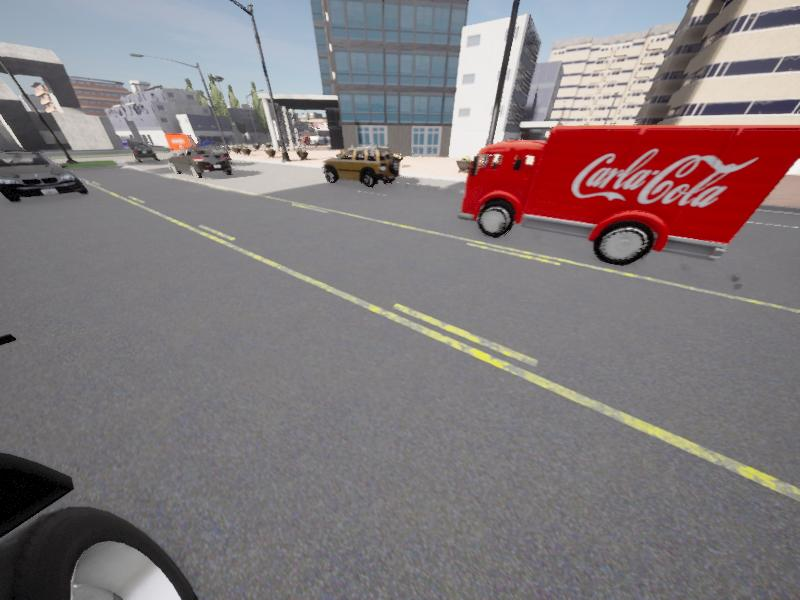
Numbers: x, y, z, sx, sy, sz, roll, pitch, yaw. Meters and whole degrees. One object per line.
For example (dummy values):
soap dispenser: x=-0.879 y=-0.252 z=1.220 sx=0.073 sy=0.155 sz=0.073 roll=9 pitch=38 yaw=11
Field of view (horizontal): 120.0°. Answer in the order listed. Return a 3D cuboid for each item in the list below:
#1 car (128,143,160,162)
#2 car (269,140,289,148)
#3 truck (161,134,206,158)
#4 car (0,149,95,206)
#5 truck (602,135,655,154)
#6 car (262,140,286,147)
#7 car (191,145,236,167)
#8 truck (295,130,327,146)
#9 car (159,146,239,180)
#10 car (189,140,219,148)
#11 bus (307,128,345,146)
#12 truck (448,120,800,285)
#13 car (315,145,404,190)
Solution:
car: x=-27.804 y=-16.042 z=25.075 sx=1.789 sy=1.549 sz=3.705 roll=-29 pitch=45 yaw=-35
car: x=-30.505 y=-39.471 z=58.280 sx=1.851 sy=1.617 sz=3.988 roll=17 pitch=39 yaw=22
truck: x=-28.654 y=-20.681 z=30.848 sx=2.627 sy=2.467 sz=5.204 roll=-16 pitch=38 yaw=-20
car: x=-16.441 y=-5.625 z=10.297 sx=4.611 sy=1.667 sz=2.242 roll=21 pitch=40 yaw=26
truck: x=57.329 y=-39.493 z=58.508 sx=8.468 sy=3.827 sz=2.891 roll=20 pitch=40 yaw=26
car: x=-33.047 y=-41.217 z=60.758 sx=1.837 sy=1.490 sz=4.892 roll=24 pitch=41 yaw=30
car: x=-17.331 y=-13.461 z=21.500 sx=3.705 sy=1.549 sz=1.789 roll=24 pitch=42 yaw=29
truck: x=-26.226 y=-48.136 z=68.597 sx=2.891 sy=3.827 sz=8.468 roll=21 pitch=40 yaw=26
car: x=-13.758 y=-9.487 z=15.835 sx=5.027 sy=1.651 sz=2.152 roll=21 pitch=40 yaw=27
car: x=-45.004 y=-35.895 z=53.168 sx=4.674 sy=1.442 sz=1.812 roll=-7 pitch=36 yaw=-10
bus: x=-21.801 y=-48.650 z=68.990 sx=3.944 sy=4.253 sz=10.273 roll=21 pitch=40 yaw=26
truck: x=4.297 y=-2.757 z=5.707 sx=5.204 sy=2.467 sz=2.627 roll=21 pitch=40 yaw=27
car: x=-2.220 y=-7.519 z=12.908 sx=4.605 sy=1.855 sz=1.932 roll=20 pitch=40 yaw=27
